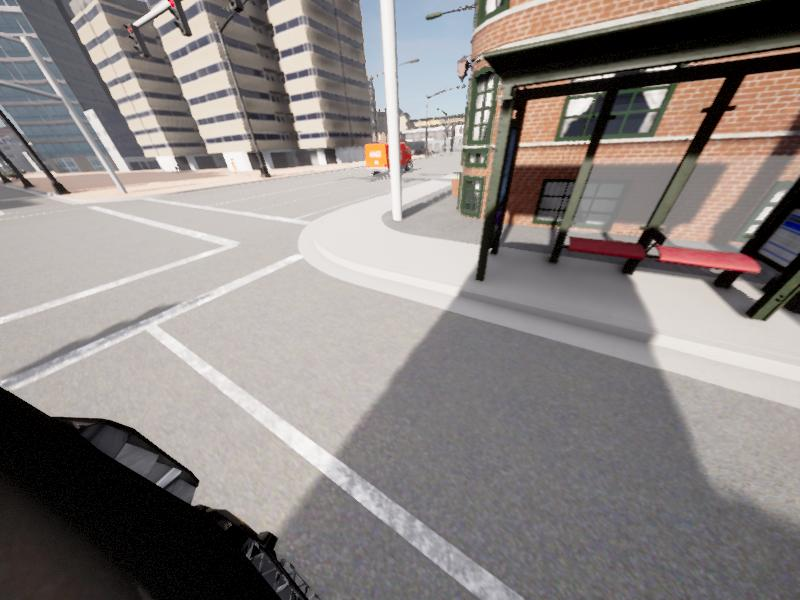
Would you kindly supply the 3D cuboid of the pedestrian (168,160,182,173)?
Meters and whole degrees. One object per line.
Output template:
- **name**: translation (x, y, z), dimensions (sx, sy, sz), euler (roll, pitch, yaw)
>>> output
- **pedestrian**: translation (-39.104, -23.124, 40.122), dimensions (0.751, 1.860, 0.751), euler (11, 36, 20)

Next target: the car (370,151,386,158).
- **car**: translation (-7.069, -46.494, 73.945), dimensions (4.792, 1.488, 2.163), euler (14, 37, 26)

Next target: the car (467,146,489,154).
- **car**: translation (19.469, -37.474, 57.686), dimensions (4.718, 1.301, 1.895), euler (15, 38, 25)

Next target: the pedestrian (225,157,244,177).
- **pedestrian**: translation (-18.206, -14.600, 25.421), dimensions (0.751, 1.860, 0.751), euler (12, 36, 21)

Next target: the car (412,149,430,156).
- **car**: translation (5.724, -41.115, 64.311), dimensions (4.674, 1.442, 1.812), euler (14, 37, 25)

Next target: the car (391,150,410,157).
- **car**: translation (0.126, -44.688, 70.409), dimensions (5.357, 1.411, 2.033), euler (14, 37, 25)

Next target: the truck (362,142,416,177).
- **truck**: translation (-0.804, -13.290, 21.784), dimensions (2.627, 2.467, 5.204), euler (16, 38, 26)

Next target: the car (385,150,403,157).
- **car**: translation (-1.840, -43.100, 67.966), dimensions (4.856, 1.649, 2.033), euler (14, 37, 25)
